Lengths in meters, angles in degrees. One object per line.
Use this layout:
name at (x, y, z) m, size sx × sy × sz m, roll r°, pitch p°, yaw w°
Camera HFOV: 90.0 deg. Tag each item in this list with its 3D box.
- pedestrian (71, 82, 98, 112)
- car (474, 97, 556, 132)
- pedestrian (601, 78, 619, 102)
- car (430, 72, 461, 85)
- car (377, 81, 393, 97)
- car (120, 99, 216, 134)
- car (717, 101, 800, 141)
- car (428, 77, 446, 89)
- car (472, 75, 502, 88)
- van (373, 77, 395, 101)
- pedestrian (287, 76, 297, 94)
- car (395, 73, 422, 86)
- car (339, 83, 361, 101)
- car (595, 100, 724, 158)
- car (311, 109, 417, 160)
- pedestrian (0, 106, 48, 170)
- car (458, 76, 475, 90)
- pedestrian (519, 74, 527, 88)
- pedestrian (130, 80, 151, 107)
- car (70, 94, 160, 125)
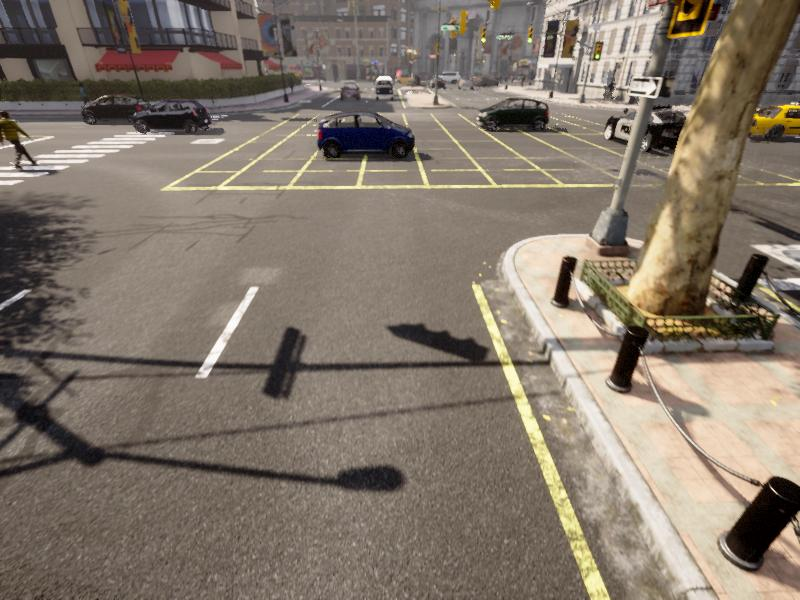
pedestrian at (-22.368, -14.442, 28.431) m, size 0.751 × 1.860 × 0.751 m, roll -7°, pitch 31°, yaw -12°
car at (6.057, -9.995, 21.510) m, size 3.705 × 1.549 × 1.789 m, roll -1°, pitch 30°, yaw -1°
pedestrian at (19.082, -19.075, 36.375) m, size 0.751 × 1.860 × 0.751 m, roll -4°, pitch 31°, yaw -6°
car at (8.445, -41.401, 74.649) m, size 5.566 × 2.045 × 2.150 m, roll 0°, pitch 30°, yaw -1°
car at (-1.735, -24.490, 46.360) m, size 1.812 × 1.442 × 4.674 m, roll -1°, pitch 30°, yaw -1°
car at (-11.887, -9.529, 20.726) m, size 3.633 × 1.501 × 1.845 m, roll 1°, pitch 30°, yaw 2°
car at (18.648, -8.489, 18.930) m, size 5.366 × 1.575 × 1.801 m, roll 1°, pitch 30°, yaw 1°
car at (5.655, -33.533, 61.714) m, size 2.038 × 1.542 × 4.974 m, roll -2°, pitch 30°, yaw -3°
car at (14.522, -36.544, 66.860) m, size 4.611 × 1.667 × 2.242 m, roll -20°, pitch 36°, yaw -31°
van at (-1.564, -21.478, 40.629) m, size 2.069 × 2.038 × 4.480 m, roll -1°, pitch 30°, yaw -1°
pedestrian at (-12.479, -24.803, 46.125) m, size 0.751 × 1.860 × 0.751 m, roll -1°, pitch 30°, yaw -2°
car at (1.381, -38.307, 69.523) m, size 1.932 × 1.855 × 4.605 m, roll -26°, pitch 39°, yaw -37°
car at (-5.084, -21.487, 41.231) m, size 1.812 × 1.442 × 4.674 m, roll -1°, pitch 30°, yaw -1°
car at (10.632, -7.435, 17.064) m, size 1.930 × 1.638 × 5.238 m, roll -1°, pitch 30°, yaw -1°
car at (-1.286, -6.339, 15.270) m, size 3.705 × 1.549 × 1.789 m, roll -1°, pitch 30°, yaw -1°
pedestrian at (-12.678, -5.332, 13.189) m, size 0.751 × 1.860 × 0.751 m, roll -1°, pitch 30°, yaw -1°
car at (9.830, -32.251, 59.441) m, size 2.152 × 1.651 × 5.027 m, roll 3°, pitch 30°, yaw 5°
pedestrian at (18.129, -32.383, 59.091) m, size 0.751 × 1.860 × 0.751 m, roll 0°, pitch 30°, yaw 0°
pedestrian at (-20.624, -16.430, 31.825) m, size 0.751 × 1.860 × 0.751 m, roll -3°, pitch 30°, yaw -5°
car at (-16.929, -11.412, 23.913) m, size 3.705 × 1.549 × 1.789 m, roll -1°, pitch 30°, yaw -1°
